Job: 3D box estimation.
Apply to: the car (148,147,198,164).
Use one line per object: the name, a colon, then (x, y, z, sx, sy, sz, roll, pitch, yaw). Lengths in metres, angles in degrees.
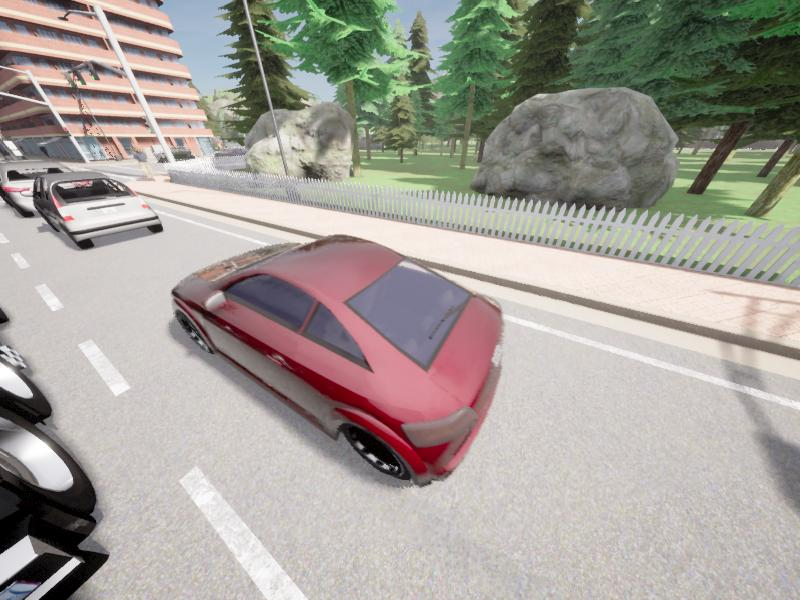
car: (-27.232, -17.501, 27.865, 1.789, 1.549, 3.705, 9, 36, 13)

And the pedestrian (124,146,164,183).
pedestrian: (-15.384, -8.188, 13.928, 0.751, 1.860, 0.751, 21, 40, 27)

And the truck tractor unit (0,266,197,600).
truck tractor unit: (-5.114, -0.298, 0.774, 6.516, 4.208, 3.053, 18, 39, 24)

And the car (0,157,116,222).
car: (-14.320, -4.612, 9.262, 4.611, 1.667, 2.242, 19, 39, 25)

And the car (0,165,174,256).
car: (-8.950, -2.774, 6.640, 3.988, 1.617, 1.851, 18, 39, 25)

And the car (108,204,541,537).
car: (-0.938, 0.004, 2.802, 4.181, 1.385, 1.994, 18, 39, 25)
